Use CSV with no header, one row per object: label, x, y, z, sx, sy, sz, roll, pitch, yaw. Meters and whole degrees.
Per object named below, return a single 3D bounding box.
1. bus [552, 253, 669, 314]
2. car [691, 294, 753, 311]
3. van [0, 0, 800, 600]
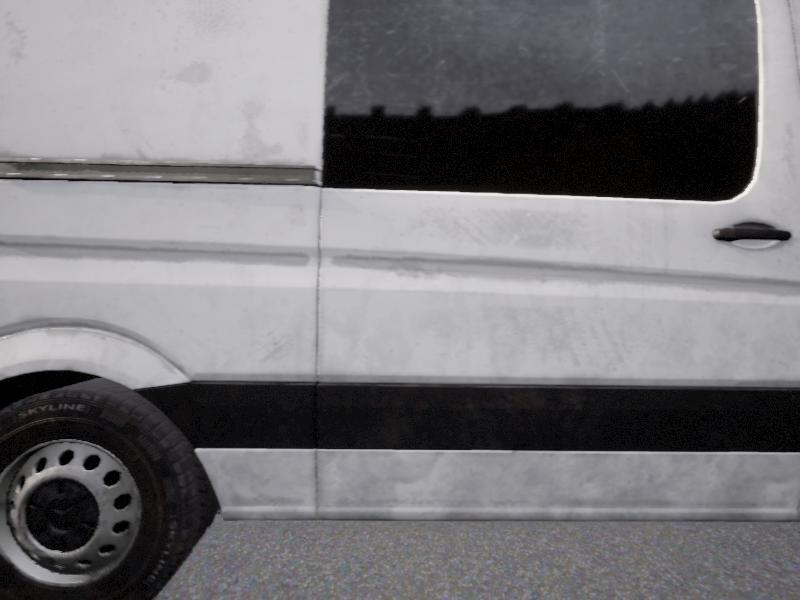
bus,16.488,-1.134,32.689,3.944,4.253,10.273,0,0,-2
car,29.702,0.250,37.141,2.163,1.488,4.792,0,0,5
van,0.711,-0.281,2.190,5.915,2.561,1.988,1,0,-1
